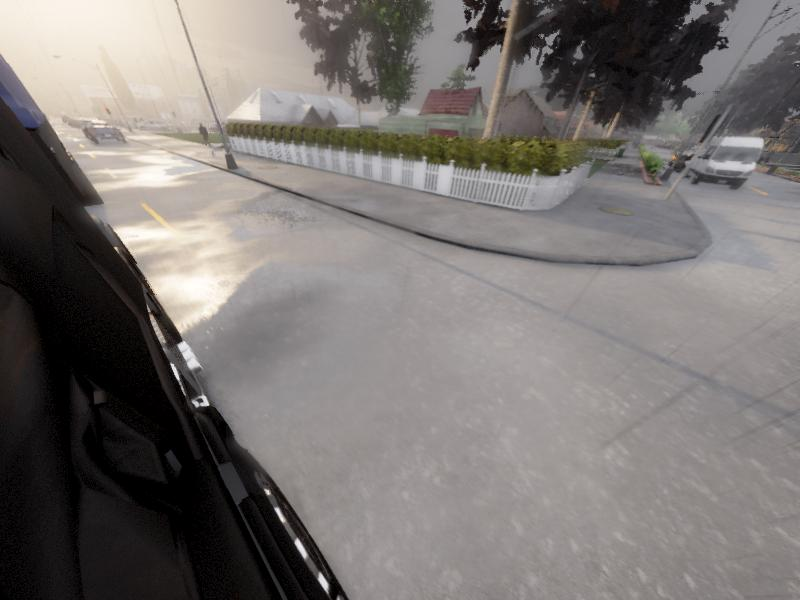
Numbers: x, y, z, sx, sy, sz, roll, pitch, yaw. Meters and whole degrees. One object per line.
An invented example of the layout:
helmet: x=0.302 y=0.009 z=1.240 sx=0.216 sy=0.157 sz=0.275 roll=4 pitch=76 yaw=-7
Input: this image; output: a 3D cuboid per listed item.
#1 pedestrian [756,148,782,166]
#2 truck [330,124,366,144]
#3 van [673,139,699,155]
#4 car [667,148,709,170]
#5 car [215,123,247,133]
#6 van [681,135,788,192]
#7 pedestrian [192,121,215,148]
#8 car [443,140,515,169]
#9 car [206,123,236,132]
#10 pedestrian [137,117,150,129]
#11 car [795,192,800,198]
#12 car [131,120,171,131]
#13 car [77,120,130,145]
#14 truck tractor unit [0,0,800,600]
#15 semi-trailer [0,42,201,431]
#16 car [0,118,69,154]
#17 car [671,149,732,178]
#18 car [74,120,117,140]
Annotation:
pedestrian: x=46.001 y=-17.883 z=28.842 sx=0.751 sy=1.860 sz=0.751 roll=-29 pitch=47 yaw=-35
truck: x=-7.104 y=-22.984 z=32.023 sx=2.069 sy=2.038 sz=4.478 roll=28 pitch=43 yaw=30
van: x=61.762 y=-33.185 z=50.006 sx=1.988 sy=2.561 sz=5.915 roll=28 pitch=43 yaw=30
car: x=30.196 y=-14.988 z=24.390 sx=1.801 sy=1.575 sz=5.366 roll=28 pitch=43 yaw=30
car: x=-34.964 y=-35.667 z=47.929 sx=2.033 sy=1.649 sz=4.856 roll=28 pitch=44 yaw=30
van: x=20.682 y=-8.869 z=14.771 sx=1.988 sy=2.561 sz=5.915 roll=28 pitch=43 yaw=30
pedestrian: x=-17.198 y=-14.528 z=20.283 sx=0.751 sy=1.860 sz=0.751 roll=28 pitch=44 yaw=30
car: x=5.505 y=-10.435 z=16.429 sx=4.181 sy=1.381 sz=1.994 roll=28 pitch=43 yaw=30
car: x=-38.343 y=-37.044 z=49.646 sx=2.007 sy=1.525 sz=4.514 roll=28 pitch=43 yaw=30
pedestrian: x=-48.025 y=-33.141 z=43.262 sx=0.751 sy=1.860 sz=0.751 roll=25 pitch=42 yaw=27
car: x=21.116 y=-5.073 z=10.537 sx=1.845 sy=1.501 sz=3.633 roll=28 pitch=43 yaw=30
car: x=-45.646 y=-32.032 z=42.449 sx=2.007 sy=1.525 sz=4.514 roll=28 pitch=43 yaw=29
car: x=-27.790 y=-15.748 z=21.654 sx=5.027 sy=1.651 sz=2.152 roll=28 pitch=44 yaw=30
truck tractor unit: x=-2.645 y=-0.295 z=0.351 sx=6.516 sy=4.208 sz=3.053 roll=28 pitch=44 yaw=30
semi-trailer: x=-8.696 y=-3.604 z=4.234 sx=14.254 sy=4.402 sz=2.717 roll=28 pitch=44 yaw=30
car: x=-24.483 y=-10.886 z=15.299 sx=4.611 sy=1.667 sz=2.242 roll=28 pitch=44 yaw=30
car: x=25.589 y=-11.858 z=19.858 sx=2.152 sy=1.651 sz=5.027 roll=28 pitch=44 yaw=30
car: x=-33.226 y=-18.608 z=25.220 sx=4.974 sy=1.542 sz=2.038 roll=28 pitch=43 yaw=30
